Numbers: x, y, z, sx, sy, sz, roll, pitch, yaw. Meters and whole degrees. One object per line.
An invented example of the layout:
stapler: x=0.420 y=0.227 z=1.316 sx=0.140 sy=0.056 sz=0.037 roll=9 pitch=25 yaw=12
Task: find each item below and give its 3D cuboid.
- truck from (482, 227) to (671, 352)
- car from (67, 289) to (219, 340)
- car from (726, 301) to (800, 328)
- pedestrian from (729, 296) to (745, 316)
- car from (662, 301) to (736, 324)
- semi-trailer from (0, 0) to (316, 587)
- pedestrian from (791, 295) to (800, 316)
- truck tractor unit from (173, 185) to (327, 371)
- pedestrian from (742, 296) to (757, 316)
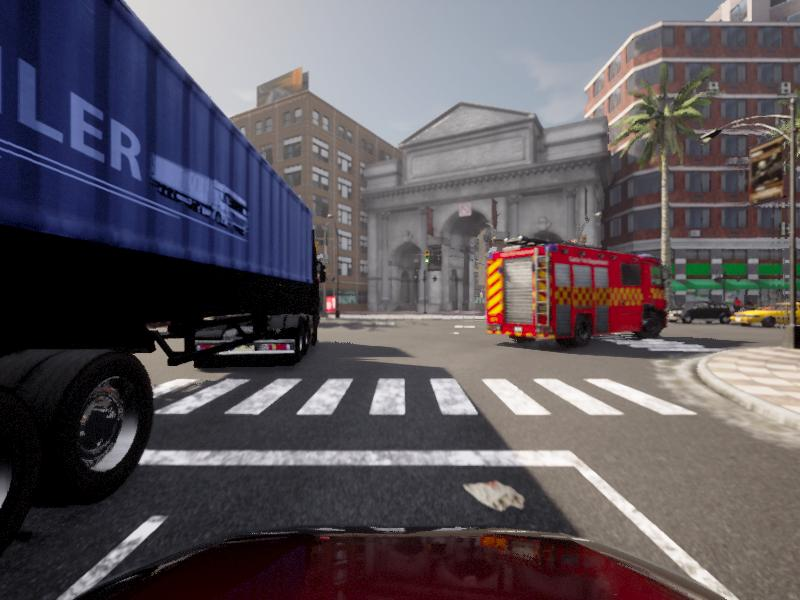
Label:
truck: x=7.303 y=-0.301 z=15.886 sx=8.468 sy=3.827 sz=2.891 roll=0 pitch=-1 yaw=-35
car: x=-11.743 y=0.592 z=18.667 sx=2.150 sy=2.045 sz=5.566 roll=-1 pitch=-1 yaw=41
car: x=22.988 y=0.832 z=24.027 sx=5.366 sy=1.575 sz=1.801 roll=0 pitch=0 yaw=0
pedestrian: x=30.571 y=0.531 z=36.286 sx=0.751 sy=1.860 sz=0.751 roll=0 pitch=0 yaw=1
car: x=20.524 y=0.850 z=27.574 sx=3.705 sy=1.549 sz=1.789 roll=0 pitch=0 yaw=0
semi-trailer: x=-3.629 y=-0.613 z=4.587 sx=2.717 sy=4.402 sz=14.254 roll=0 pitch=0 yaw=-2
pedestrian: x=35.863 y=0.530 z=35.943 sx=0.751 sy=1.860 sz=0.751 roll=0 pitch=0 yaw=-2
truck tractor unit: x=-4.033 y=-0.491 z=12.489 sx=3.053 sy=4.208 sz=6.516 roll=0 pitch=0 yaw=-7
pedestrian: x=31.535 y=0.531 z=36.112 sx=0.751 sy=1.860 sz=0.751 roll=0 pitch=0 yaw=1
